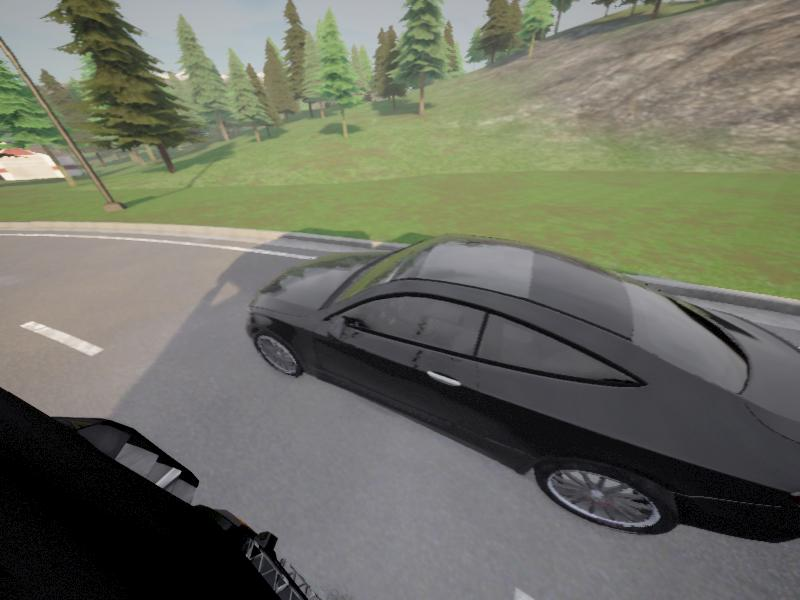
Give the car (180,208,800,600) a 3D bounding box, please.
[{"bbox_3d":[0.436,0.162,2.357,4.674,1.442,1.812,14,37,23],"label":"car"}]
